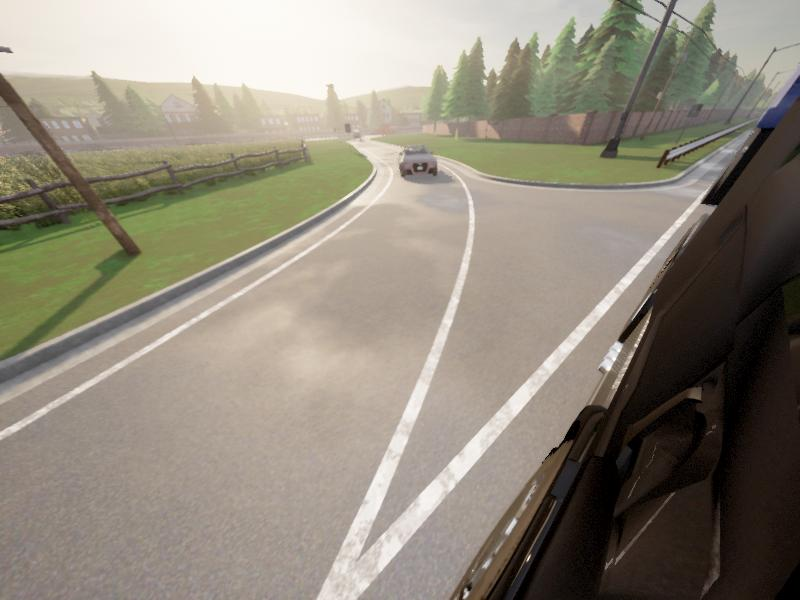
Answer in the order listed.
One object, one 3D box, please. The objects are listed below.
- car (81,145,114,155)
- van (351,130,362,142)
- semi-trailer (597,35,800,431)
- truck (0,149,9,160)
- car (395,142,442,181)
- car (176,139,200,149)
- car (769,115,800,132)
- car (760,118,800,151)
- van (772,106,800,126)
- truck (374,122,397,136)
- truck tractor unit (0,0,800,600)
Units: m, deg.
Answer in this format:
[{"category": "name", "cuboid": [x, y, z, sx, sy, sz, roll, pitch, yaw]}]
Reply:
[{"category": "car", "cuboid": [-68.585, -34.125, 52.449, 3.988, 1.617, 1.851, -26, 43, -28]}, {"category": "van", "cuboid": [-10.061, -37.926, 53.324, 2.069, 2.038, 4.480, -8, 37, -6]}, {"category": "semi-trailer", "cuboid": [8.736, -3.579, 4.190, 14.254, 4.402, 2.717, -28, 43, -29]}, {"category": "truck", "cuboid": [-85.743, -29.204, 45.052, 8.468, 3.827, 2.891, -26, 43, -28]}, {"category": "car", "cuboid": [0.872, -7.915, 13.045, 1.994, 1.385, 4.181, -4, 37, -2]}, {"category": "car", "cuboid": [-52.610, -38.805, 57.377, 3.866, 1.878, 1.905, -26, 43, -28]}, {"category": "car", "cuboid": [46.803, -21.150, 27.682, 4.792, 1.488, 2.163, -27, 43, -28]}, {"category": "car", "cuboid": [27.180, -11.378, 15.765, 5.027, 1.651, 2.152, -27, 43, -28]}, {"category": "van", "cuboid": [65.693, -31.005, 38.842, 6.366, 2.431, 2.351, -27, 43, -28]}, {"category": "truck", "cuboid": [-5.383, -66.449, 89.666, 8.468, 3.827, 2.891, -26, 43, -28]}, {"category": "truck tractor unit", "cuboid": [2.645, -0.295, 0.351, 6.516, 4.208, 3.053, -28, 44, -30]}]
